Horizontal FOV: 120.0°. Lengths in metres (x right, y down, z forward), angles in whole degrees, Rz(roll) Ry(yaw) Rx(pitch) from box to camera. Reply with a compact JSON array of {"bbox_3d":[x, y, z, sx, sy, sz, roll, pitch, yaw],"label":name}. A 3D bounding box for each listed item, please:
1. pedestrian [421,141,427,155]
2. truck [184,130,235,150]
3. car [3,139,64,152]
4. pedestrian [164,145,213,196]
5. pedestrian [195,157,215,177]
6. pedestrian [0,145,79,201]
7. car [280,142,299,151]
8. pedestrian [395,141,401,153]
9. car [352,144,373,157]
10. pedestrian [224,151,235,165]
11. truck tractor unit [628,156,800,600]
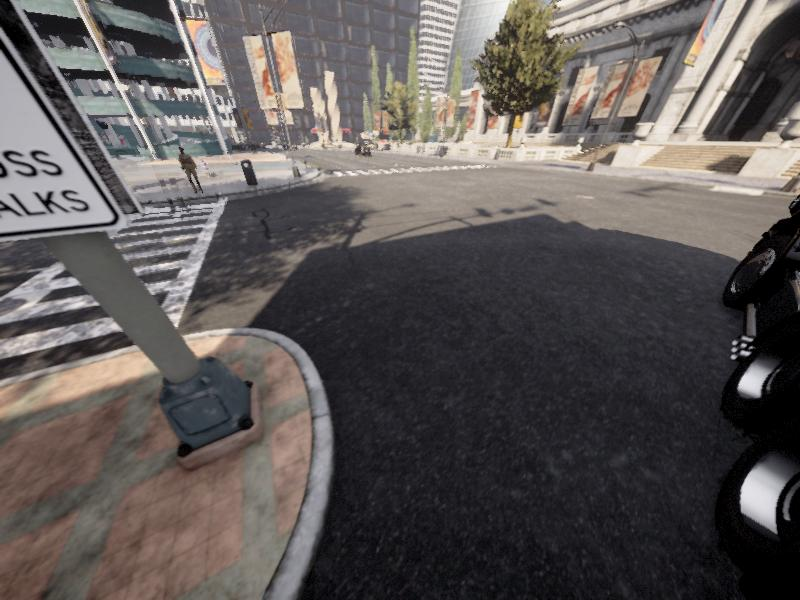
[{"bbox_3d":[4.055,-25.777,39.160,0.751,1.860,0.751,-14,37,-20],"label":"pedestrian"},{"bbox_3d":[-46.742,-39.475,57.004,8.468,3.827,2.891,-4,35,-6],"label":"truck"},{"bbox_3d":[-69.861,-29.592,44.170,5.566,2.045,2.150,-17,38,-23],"label":"car"},{"bbox_3d":[-9.186,-5.658,10.124,0.751,1.860,0.751,-12,37,-17],"label":"pedestrian"},{"bbox_3d":[-12.720,-8.655,15.068,0.500,1.100,0.500,-7,36,-11],"label":"pedestrian"},{"bbox_3d":[-14.203,-4.985,9.113,0.751,1.860,0.751,-10,36,-14],"label":"pedestrian"},{"bbox_3d":[-25.882,-36.049,54.240,3.705,1.549,1.789,16,38,21],"label":"car"},{"bbox_3d":[-0.375,-29.001,43.758,0.751,1.860,0.751,-17,38,-23],"label":"pedestrian"},{"bbox_3d":[-6.108,-24.213,37.356,1.851,1.617,3.988,-17,38,-23],"label":"car"},{"bbox_3d":[-16.629,-13.869,22.531,0.500,1.100,0.500,-12,37,-17],"label":"pedestrian"},{"bbox_3d":[4.911,-0.465,1.009,6.516,4.208,3.053,-26,43,-32],"label":"truck tractor unit"}]
